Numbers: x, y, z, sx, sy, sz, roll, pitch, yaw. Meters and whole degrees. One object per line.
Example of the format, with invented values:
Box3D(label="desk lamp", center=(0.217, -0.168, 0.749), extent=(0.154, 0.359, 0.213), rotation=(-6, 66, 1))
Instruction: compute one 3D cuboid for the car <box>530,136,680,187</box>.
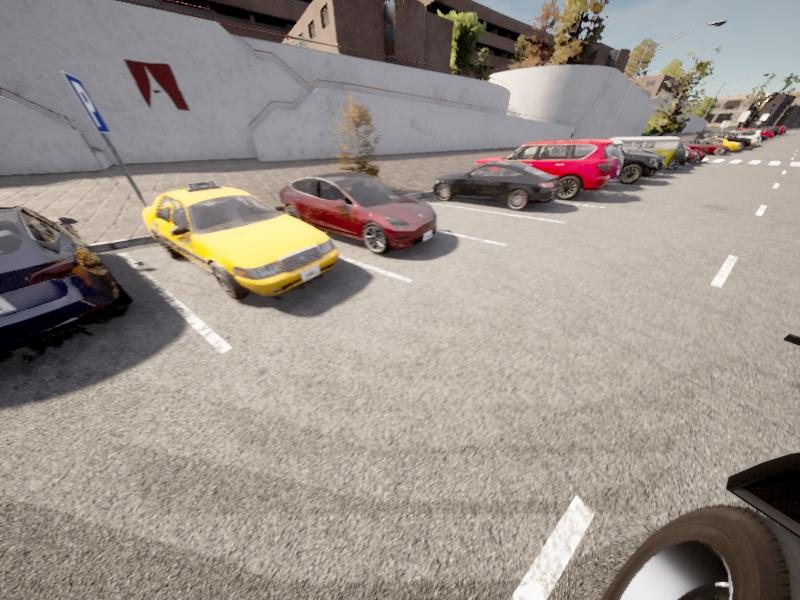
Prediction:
Box3D(label="car", center=(10.892, -7.905, 13.013), extent=(5.566, 2.045, 2.435), rotation=(21, 40, 29))

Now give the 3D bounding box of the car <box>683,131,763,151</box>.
Box3D(label="car", center=(42.795, -21.261, 30.938), extent=(5.566, 2.045, 2.435), rotation=(21, 41, 29))

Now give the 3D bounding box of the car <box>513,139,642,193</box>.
Box3D(label="car", center=(8.521, -6.834, 11.611), extent=(4.442, 1.987, 1.878), rotation=(21, 40, 29))

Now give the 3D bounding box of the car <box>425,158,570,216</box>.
Box3D(label="car", center=(3.541, -4.610, 9.061), extent=(4.674, 1.452, 2.002), rotation=(21, 41, 29))

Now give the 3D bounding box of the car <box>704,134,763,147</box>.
Box3D(label="car", center=(52.583, -25.233, 36.597), extent=(4.792, 1.488, 2.163), rotation=(21, 41, 29))

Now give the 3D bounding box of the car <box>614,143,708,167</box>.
Box3D(label="car", center=(20.644, -11.757, 18.679), extent=(4.674, 1.452, 2.002), rotation=(21, 41, 29))

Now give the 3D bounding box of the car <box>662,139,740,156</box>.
Box3D(label="car", center=(32.960, -16.903, 25.576), extent=(4.792, 1.488, 2.163), rotation=(21, 40, 29))

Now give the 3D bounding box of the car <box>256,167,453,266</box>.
Box3D(label="car", center=(-1.325, -2.583, 6.285), extent=(4.792, 1.488, 2.163), rotation=(21, 40, 29))

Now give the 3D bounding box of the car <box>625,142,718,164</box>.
Box3D(label="car", center=(23.128, -12.790, 20.049), extent=(4.792, 1.488, 2.163), rotation=(21, 40, 29))

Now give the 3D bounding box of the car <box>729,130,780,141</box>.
Box3D(label="car", center=(72.424, -33.706, 47.332), extent=(5.366, 1.575, 1.946), rotation=(21, 41, 29))

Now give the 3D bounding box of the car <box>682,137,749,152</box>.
Box3D(label="car", center=(40.311, -19.998, 29.739), extent=(4.674, 1.452, 2.002), rotation=(21, 40, 29))

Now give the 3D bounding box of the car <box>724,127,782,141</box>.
Box3D(label="car", center=(69.831, -32.894, 45.912), extent=(5.566, 2.045, 2.435), rotation=(21, 41, 29))

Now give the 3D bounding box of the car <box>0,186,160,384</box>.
Box3D(label="car", center=(-6.267, -0.584, 3.539), extent=(4.792, 1.488, 2.163), rotation=(21, 41, 29))

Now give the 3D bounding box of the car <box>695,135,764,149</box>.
Box3D(label="car", center=(47.842, -23.095, 33.747), extent=(5.366, 1.575, 1.946), rotation=(21, 41, 29))

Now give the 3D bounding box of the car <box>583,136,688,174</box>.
Box3D(label="car", center=(15.654, -9.969, 15.838), extent=(4.442, 1.987, 1.878), rotation=(21, 41, 29))

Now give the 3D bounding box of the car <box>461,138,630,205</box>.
Box3D(label="car", center=(5.952, -5.875, 10.286), extent=(5.566, 2.045, 2.435), rotation=(21, 41, 29))

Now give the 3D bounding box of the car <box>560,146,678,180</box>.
Box3D(label="car", center=(13.317, -8.724, 14.537), extent=(4.892, 1.521, 2.231), rotation=(21, 41, 29))

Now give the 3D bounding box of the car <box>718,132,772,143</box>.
Box3D(label="car", center=(62.446, -29.492, 42.000), extent=(5.008, 1.535, 2.097), rotation=(21, 42, 29))

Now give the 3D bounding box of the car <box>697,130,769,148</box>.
Box3D(label="car", center=(50.119, -24.410, 35.072), extent=(5.566, 2.045, 2.435), rotation=(21, 41, 29))

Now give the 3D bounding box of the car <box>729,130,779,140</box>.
Box3D(label="car", center=(74.572, -34.879, 48.865), extent=(5.366, 1.575, 1.946), rotation=(21, 42, 29))

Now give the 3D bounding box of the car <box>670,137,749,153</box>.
Box3D(label="car", center=(37.698, -19.052, 28.417), extent=(5.366, 1.575, 1.946), rotation=(21, 41, 29))

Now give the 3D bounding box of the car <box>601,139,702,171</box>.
Box3D(label="car", center=(18.221, -10.863, 17.199), extent=(4.553, 1.767, 2.185), rotation=(21, 41, 29))

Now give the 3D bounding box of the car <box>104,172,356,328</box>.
Box3D(label="car", center=(-3.640, -1.554, 4.810), extent=(5.366, 1.575, 1.946), rotation=(21, 40, 29))
